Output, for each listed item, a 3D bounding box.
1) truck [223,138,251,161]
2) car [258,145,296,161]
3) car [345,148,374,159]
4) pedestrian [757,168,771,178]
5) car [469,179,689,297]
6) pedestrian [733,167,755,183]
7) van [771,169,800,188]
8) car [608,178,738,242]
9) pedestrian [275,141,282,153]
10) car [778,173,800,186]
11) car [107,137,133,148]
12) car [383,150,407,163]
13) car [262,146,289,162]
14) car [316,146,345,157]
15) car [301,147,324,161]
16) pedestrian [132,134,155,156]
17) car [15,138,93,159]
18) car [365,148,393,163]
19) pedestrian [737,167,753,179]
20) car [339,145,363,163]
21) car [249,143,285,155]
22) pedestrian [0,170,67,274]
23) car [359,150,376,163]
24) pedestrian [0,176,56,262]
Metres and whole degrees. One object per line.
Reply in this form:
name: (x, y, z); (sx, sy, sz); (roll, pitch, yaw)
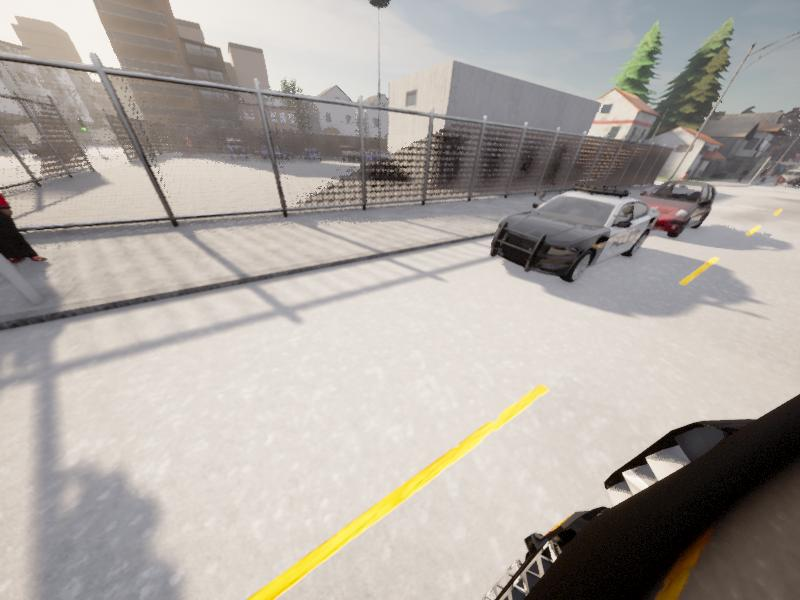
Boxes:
truck: (-19.084, -17.694, 27.078); (2.069, 2.038, 4.478); (-17, 38, -27)
car: (-15.351, -18.402, 28.884); (3.705, 1.547, 1.789); (-17, 38, -27)
car: (-7.599, -27.521, 43.405); (4.902, 1.511, 2.128); (-16, 38, -27)
pedestrian: (75.281, -26.313, 47.803); (0.751, 1.860, 0.751); (-22, 41, -32)
car: (4.434, -1.882, 5.678); (5.238, 1.638, 1.930); (-17, 39, -27)
pedestrian: (46.755, -16.990, 31.444); (0.751, 1.860, 0.751); (-12, 37, -22)
van: (52.567, -16.363, 31.094); (4.442, 1.987, 1.775); (-17, 38, -28)
car: (10.190, -3.537, 8.670); (3.988, 1.617, 1.851); (-17, 38, -27)
pedestrian: (-23.354, -29.500, 44.551); (0.751, 1.860, 0.751); (-16, 38, -27)
car: (60.873, -18.647, 35.624); (4.514, 1.525, 2.007); (-17, 38, -27)
car: (-51.960, -29.284, 42.942); (1.970, 1.475, 3.806); (-17, 38, -27)
car: (-0.874, -22.798, 36.706); (1.816, 1.474, 4.193); (-17, 38, -27)
car: (-15.631, -18.363, 28.932); (2.033, 1.415, 5.357); (-17, 38, -27)
car: (-13.296, -28.448, 44.353); (4.892, 1.490, 1.837); (-17, 39, -28)
car: (-11.847, -19.811, 31.309); (1.845, 1.501, 3.633); (-17, 38, -27)
pedestrian: (-27.639, -16.692, 24.924); (0.751, 1.860, 0.751); (-10, 36, -19)
car: (-30.952, -13.792, 20.940); (2.033, 1.411, 5.357); (-17, 38, -27)
car: (-3.197, -21.683, 34.715); (2.242, 1.667, 4.611); (-17, 38, -27)
pedestrian: (60.543, -22.276, 40.524); (0.751, 1.860, 0.751); (-17, 39, -28)
car: (-6.988, -20.801, 32.887); (1.905, 1.878, 3.866); (-17, 38, -27)
car: (-22.586, -25.688, 39.423); (4.902, 1.511, 2.128); (-17, 39, -28)
pedestrian: (-6.683, -1.418, 3.626); (0.751, 1.860, 0.751); (-17, 38, -27)
car: (-4.704, -20.753, 33.379); (1.481, 1.379, 2.207); (-17, 38, -27)
pedestrian: (-7.326, -1.641, 3.909); (0.751, 1.860, 0.751); (-16, 38, -26)
